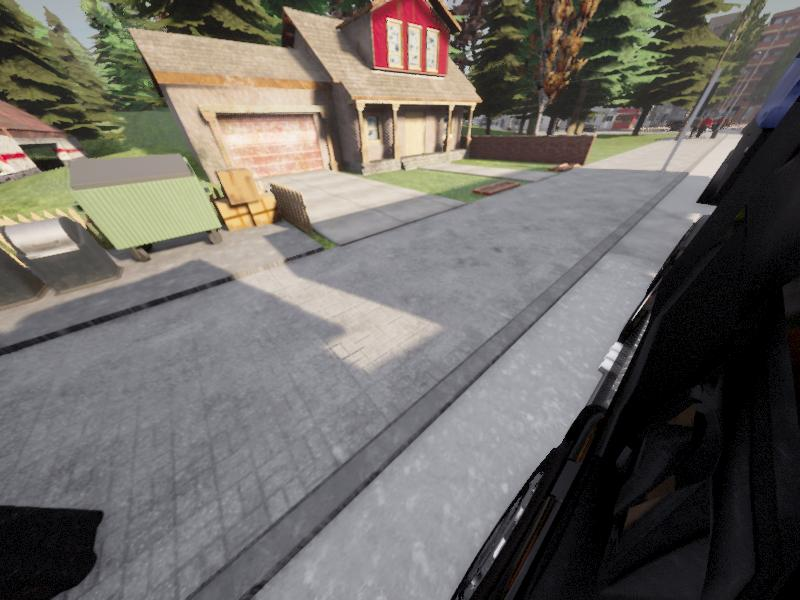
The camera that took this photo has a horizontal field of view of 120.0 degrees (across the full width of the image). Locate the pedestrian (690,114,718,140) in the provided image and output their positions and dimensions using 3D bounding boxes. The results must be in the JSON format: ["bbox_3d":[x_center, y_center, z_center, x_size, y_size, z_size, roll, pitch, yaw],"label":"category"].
[{"bbox_3d":[28.318,-16.128,21.552,0.751,1.860,0.751,-26,43,-28],"label":"pedestrian"}]

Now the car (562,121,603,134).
[{"bbox_3d":[32.318,-30.633,41.042,2.152,1.651,5.027,-28,44,-30],"label":"car"}]

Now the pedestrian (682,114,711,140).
[{"bbox_3d":[27.643,-16.119,21.582,0.751,1.860,0.751,-21,40,-23],"label":"pedestrian"}]

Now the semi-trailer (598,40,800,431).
[{"bbox_3d":[8.692,-3.616,4.224,14.254,4.402,2.717,-28,44,-30],"label":"semi-trailer"}]

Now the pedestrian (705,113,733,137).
[{"bbox_3d":[32.137,-17.617,23.291,0.751,1.860,0.751,-18,40,-20],"label":"pedestrian"}]

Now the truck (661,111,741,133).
[{"bbox_3d":[41.400,-24.616,32.036,2.390,2.098,6.274,-28,44,-30],"label":"truck"}]

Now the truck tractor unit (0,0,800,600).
[{"bbox_3d":[2.645,-0.295,0.352,6.516,4.208,3.053,-28,44,-30],"label":"truck tractor unit"}]
